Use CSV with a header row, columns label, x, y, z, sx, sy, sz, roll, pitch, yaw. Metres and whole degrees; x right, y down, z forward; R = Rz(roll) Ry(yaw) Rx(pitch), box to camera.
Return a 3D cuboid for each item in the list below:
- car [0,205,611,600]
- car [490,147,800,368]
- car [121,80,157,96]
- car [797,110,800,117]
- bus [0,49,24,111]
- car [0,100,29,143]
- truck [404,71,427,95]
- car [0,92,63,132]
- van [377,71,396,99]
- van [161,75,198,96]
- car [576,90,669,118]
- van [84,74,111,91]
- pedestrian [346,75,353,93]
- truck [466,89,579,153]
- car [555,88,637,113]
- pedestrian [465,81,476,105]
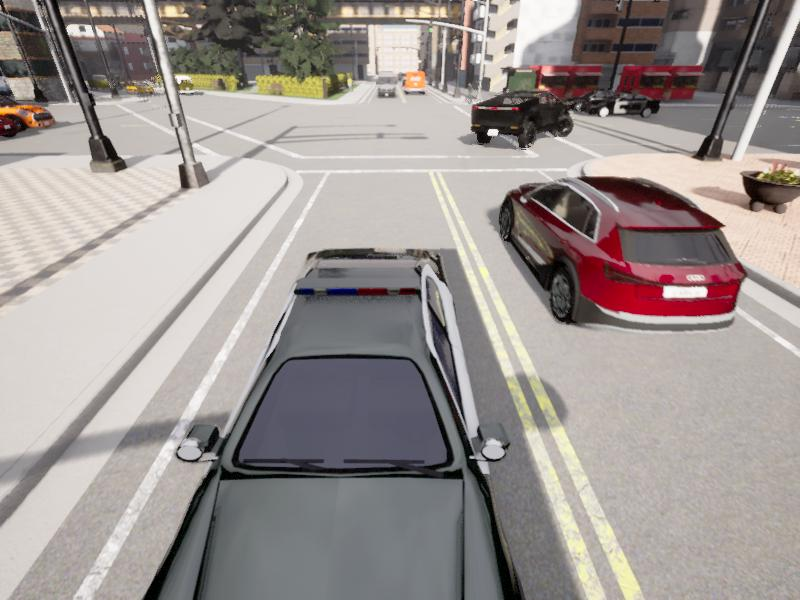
label,x,y,z,sx,sy,sz,roll,pitch,yaw
car,-0.334,0.738,3.246,2.038,1.542,4.974,0,30,0
car,3.057,-1.147,6.348,2.033,1.649,4.856,-1,30,-1
car,-31.849,-25.856,48.728,5.366,1.575,1.801,25,39,36
car,32.638,-14.047,29.092,5.366,1.575,1.801,0,30,-2
bus,-35.291,-16.265,29.261,10.273,4.253,3.944,0,30,-2
car,-20.225,-8.247,18.450,3.988,1.617,1.851,-1,30,-1
truck,1.854,-27.635,50.825,2.627,2.467,5.204,-1,30,-1
car,-21.447,-10.097,21.417,4.553,1.767,2.097,0,30,-1
van,-1.481,-23.987,44.522,1.988,2.561,5.915,-1,30,-1
van,-26.807,-26.112,48.676,4.480,2.038,2.069,25,39,36
car,15.731,-13.995,28.524,5.238,1.638,1.930,0,30,-2
van,-44.493,-32.006,58.820,4.442,1.987,1.775,25,39,36
pedestrian,-6.236,-26.906,49.849,0.751,1.860,0.751,-3,30,-5
truck,5.748,-8.387,18.327,2.390,2.098,6.274,21,36,33
car,15.353,-15.757,31.528,5.238,1.638,1.930,-1,30,-3
pedestrian,6.263,-18.493,35.790,0.751,1.860,0.751,1,30,2
